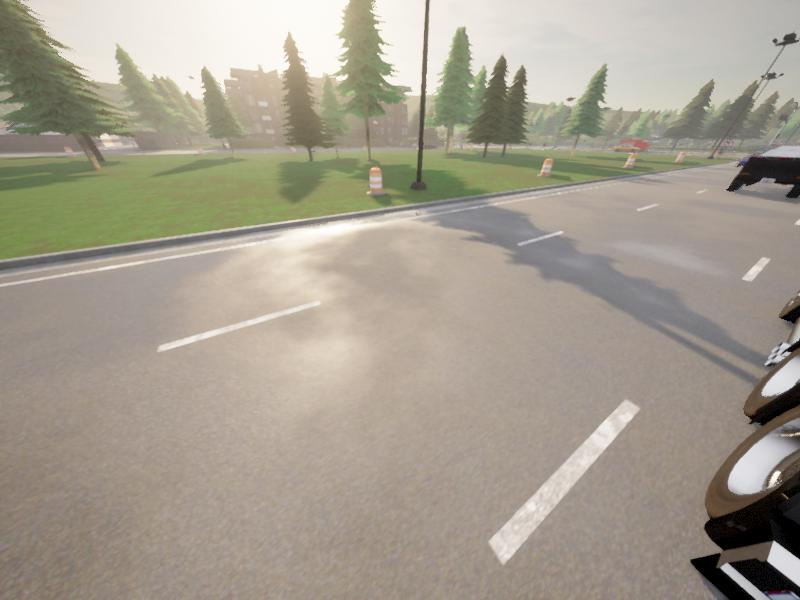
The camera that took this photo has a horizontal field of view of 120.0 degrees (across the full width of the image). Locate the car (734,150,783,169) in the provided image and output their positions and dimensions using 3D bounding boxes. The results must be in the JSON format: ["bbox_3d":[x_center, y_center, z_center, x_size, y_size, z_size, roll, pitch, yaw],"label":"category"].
[{"bbox_3d":[36.979,-14.531,23.850,4.193,1.474,1.816,-18,39,-25],"label":"car"}]

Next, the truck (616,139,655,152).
[{"bbox_3d":[55.435,-36.451,54.521,2.627,2.467,5.204,-18,39,-24],"label":"truck"}]

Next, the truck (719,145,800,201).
[{"bbox_3d":[20.487,-6.947,12.293,6.274,2.098,2.390,-18,39,-25],"label":"truck"}]

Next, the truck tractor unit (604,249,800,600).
[{"bbox_3d":[5.085,-0.325,0.816,6.516,4.208,3.053,-19,40,-25],"label":"truck tractor unit"}]

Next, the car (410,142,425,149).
[{"bbox_3d":[4.698,-42.353,63.244,3.633,1.501,1.845,-18,39,-25],"label":"car"}]

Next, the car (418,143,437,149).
[{"bbox_3d":[7.249,-40.766,61.228,4.718,1.301,1.895,-18,39,-25],"label":"car"}]

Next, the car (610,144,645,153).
[{"bbox_3d":[52.410,-35.073,53.331,1.801,1.575,5.366,-18,39,-24],"label":"car"}]
